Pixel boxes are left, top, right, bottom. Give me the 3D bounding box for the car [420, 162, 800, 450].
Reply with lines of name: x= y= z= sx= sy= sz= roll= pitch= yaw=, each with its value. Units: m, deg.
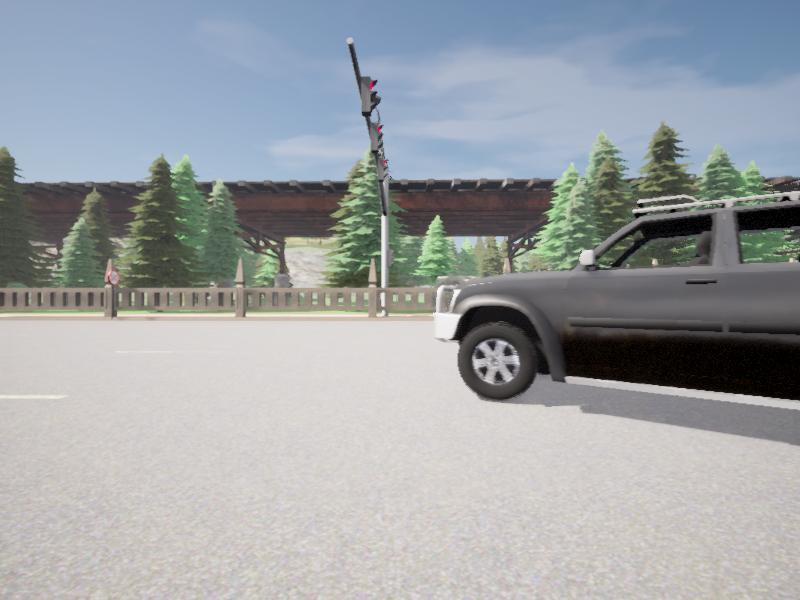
car: x=2.661 y=0.054 z=3.703 sx=4.605 sy=1.855 sz=1.932 roll=0 pitch=-1 yaw=36
